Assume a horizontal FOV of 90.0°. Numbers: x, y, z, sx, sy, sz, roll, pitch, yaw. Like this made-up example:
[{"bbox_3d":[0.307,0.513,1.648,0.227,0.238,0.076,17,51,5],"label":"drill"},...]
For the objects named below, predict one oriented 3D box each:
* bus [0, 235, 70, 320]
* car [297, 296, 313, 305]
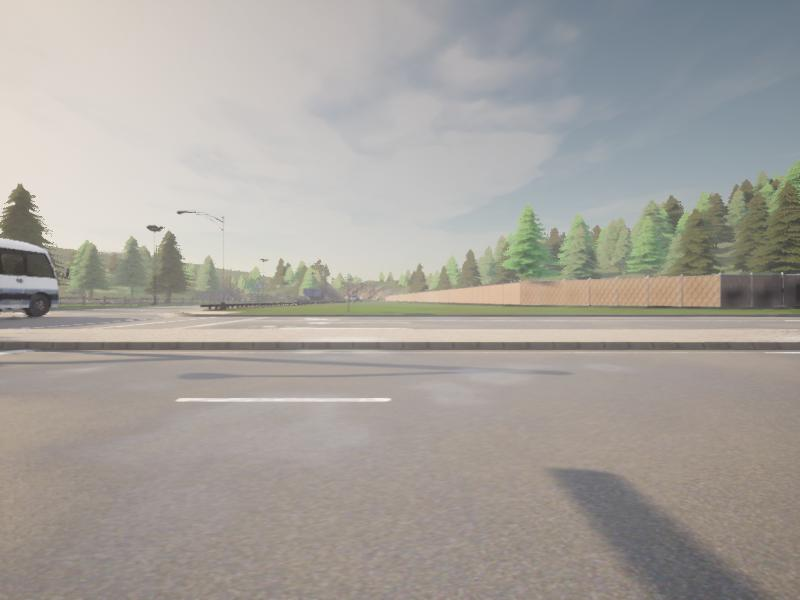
[{"bbox_3d":[-21.901,-1.133,19.033,3.944,4.253,10.273,0,0,0],"label":"bus"},{"bbox_3d":[-18.794,0.095,79.176,2.097,1.767,4.553,0,0,0],"label":"car"}]
